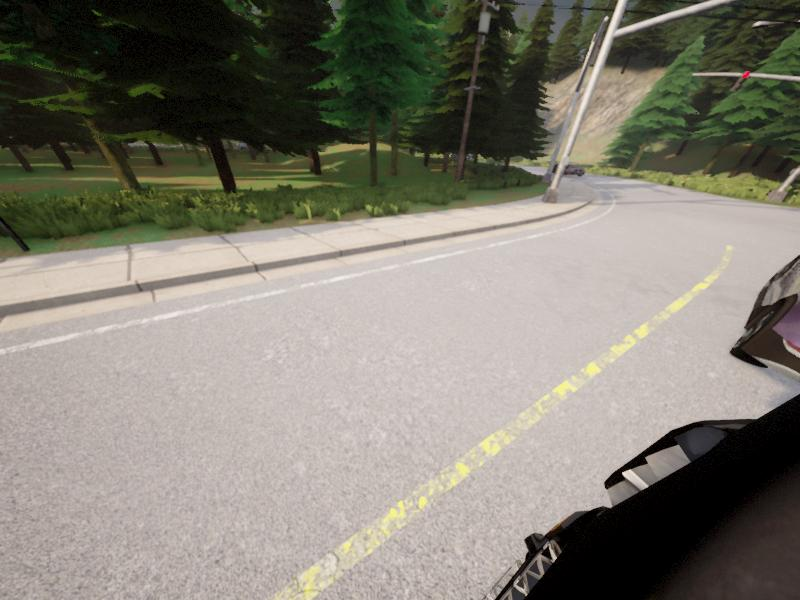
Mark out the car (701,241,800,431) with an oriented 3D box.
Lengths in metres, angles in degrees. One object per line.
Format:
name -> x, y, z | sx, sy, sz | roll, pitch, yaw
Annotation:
car -> 6.141, 0.097, 2.654 | 4.856, 1.649, 2.033 | -18, 39, -27

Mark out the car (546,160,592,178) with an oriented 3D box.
car -> 18.818, -14.783, 25.946 | 1.994, 1.385, 4.181 | 1, 34, -2
